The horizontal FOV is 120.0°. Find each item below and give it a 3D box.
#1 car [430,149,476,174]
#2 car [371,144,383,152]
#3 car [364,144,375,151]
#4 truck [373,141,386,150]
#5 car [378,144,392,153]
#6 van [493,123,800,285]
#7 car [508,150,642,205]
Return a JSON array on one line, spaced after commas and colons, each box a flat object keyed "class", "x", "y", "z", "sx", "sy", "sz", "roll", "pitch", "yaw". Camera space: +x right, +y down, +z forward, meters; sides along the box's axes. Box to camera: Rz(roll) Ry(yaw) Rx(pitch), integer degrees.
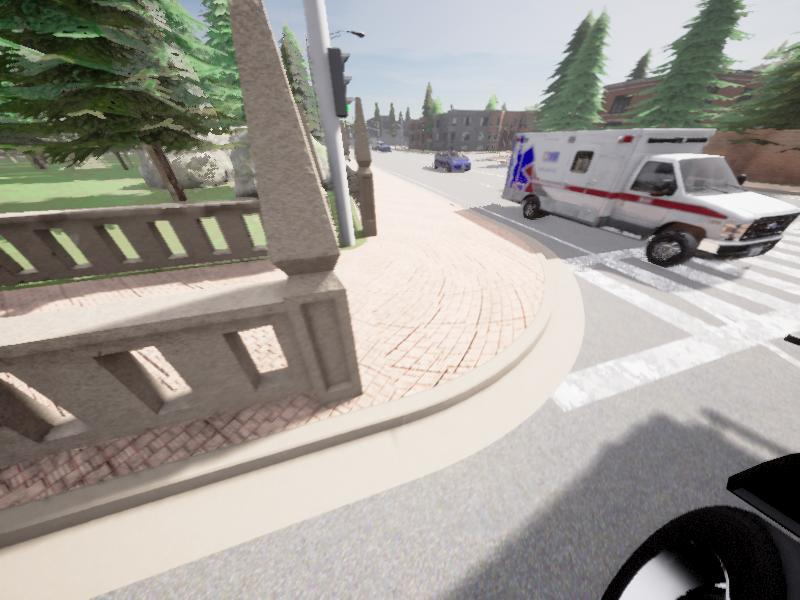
[{"class": "car", "x": 4.478, "y": -12.305, "z": 20.390, "sx": 2.007, "sy": 1.525, "sz": 4.514, "roll": -10, "pitch": 36, "yaw": -13}, {"class": "car", "x": -5.949, "y": -38.845, "z": 58.956, "sx": 1.837, "sy": 1.490, "sz": 4.892, "roll": -10, "pitch": 36, "yaw": -13}, {"class": "car", "x": -8.787, "y": -44.157, "z": 66.766, "sx": 2.033, "sy": 1.411, "sz": 5.357, "roll": -10, "pitch": 36, "yaw": -13}, {"class": "truck", "x": -6.237, "y": -46.543, "z": 69.563, "sx": 2.390, "sy": 2.098, "sz": 6.274, "roll": -10, "pitch": 36, "yaw": -13}, {"class": "car", "x": -3.484, "y": -34.215, "z": 52.190, "sx": 1.882, "sy": 1.535, "sz": 5.008, "roll": -10, "pitch": 36, "yaw": -13}, {"class": "van", "x": 5.764, "y": -3.218, "z": 6.436, "sx": 2.351, "sy": 2.431, "sz": 6.366, "roll": -9, "pitch": 36, "yaw": -13}, {"class": "car", "x": 7.836, "y": -6.097, "z": 11.122, "sx": 2.097, "sy": 1.767, "sz": 4.553, "roll": -10, "pitch": 36, "yaw": -14}]
